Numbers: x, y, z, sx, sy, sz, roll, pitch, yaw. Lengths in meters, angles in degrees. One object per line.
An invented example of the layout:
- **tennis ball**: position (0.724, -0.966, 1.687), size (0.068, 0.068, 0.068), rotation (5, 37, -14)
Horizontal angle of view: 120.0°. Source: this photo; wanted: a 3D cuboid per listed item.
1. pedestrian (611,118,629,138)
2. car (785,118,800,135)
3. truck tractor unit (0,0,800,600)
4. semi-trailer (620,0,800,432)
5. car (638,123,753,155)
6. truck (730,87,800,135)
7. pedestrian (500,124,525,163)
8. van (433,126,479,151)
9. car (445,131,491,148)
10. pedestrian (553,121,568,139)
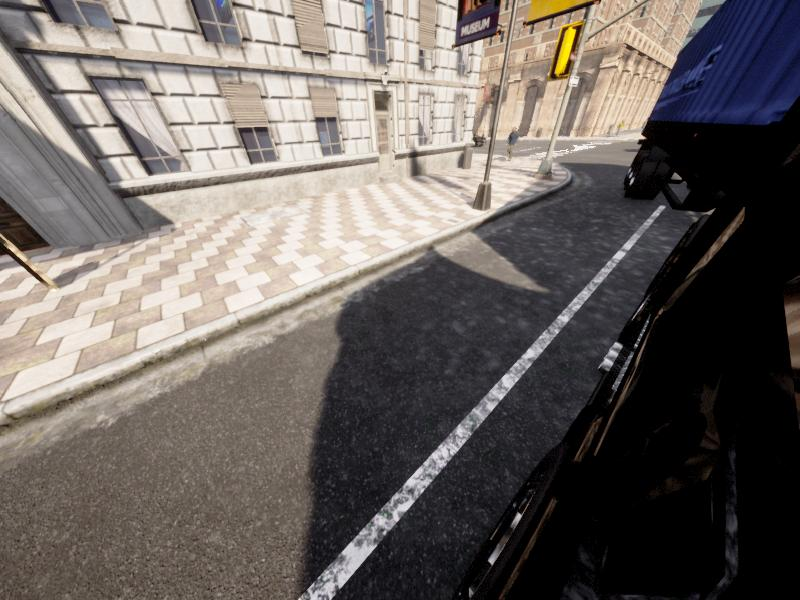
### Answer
- **pedestrian**: position (26.128, -20.434, 27.445), size (0.751, 1.860, 0.751), rotation (-31, 45, -33)
- **car**: position (43.621, -18.669, 24.751), size (4.718, 1.301, 1.895), rotation (-29, 44, -30)
- **truck tractor unit**: position (2.645, -0.295, 0.351), size (6.516, 4.208, 3.053), rotation (-28, 44, -30)
- **semi-trailer**: position (7.689, -4.149, 5.011), size (2.717, 4.402, 14.254), rotation (23, 44, 30)
- **car**: position (19.986, -11.099, 15.936), size (2.007, 1.525, 4.514), rotation (-32, 46, -33)
- **truck**: position (41.745, -21.452, 26.475), size (8.468, 3.827, 2.891), rotation (-29, 44, -30)
- **pedestrian**: position (6.702, -9.335, 13.843), size (0.751, 1.860, 0.751), rotation (27, 46, 34)
- **van**: position (5.826, -17.275, 24.694), size (1.775, 1.987, 4.442), rotation (-29, 44, -30)
- **car**: position (7.868, -18.936, 27.195), size (1.837, 1.490, 4.892), rotation (-29, 44, -30)
- **pedestrian**: position (21.081, -22.360, 30.336), size (0.751, 1.860, 0.751), rotation (-21, 40, -22)
